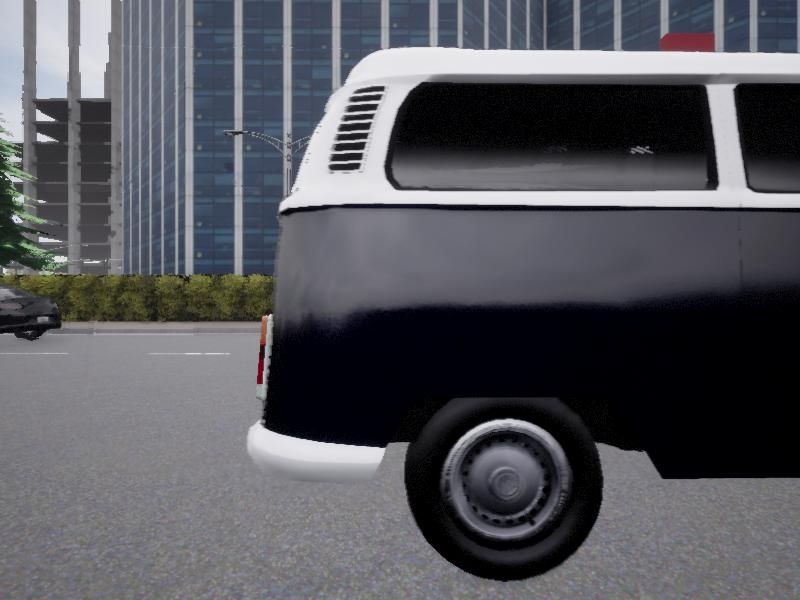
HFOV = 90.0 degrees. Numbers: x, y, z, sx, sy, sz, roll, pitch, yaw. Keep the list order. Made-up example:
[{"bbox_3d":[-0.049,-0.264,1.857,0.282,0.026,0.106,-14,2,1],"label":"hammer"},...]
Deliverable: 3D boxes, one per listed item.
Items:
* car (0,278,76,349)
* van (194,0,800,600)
[{"bbox_3d":[-10.421,0.270,9.068,4.674,1.442,1.812,0,0,-1],"label":"car"},{"bbox_3d":[1.638,-0.029,2.209,4.480,2.038,2.069,0,0,-1],"label":"van"}]
